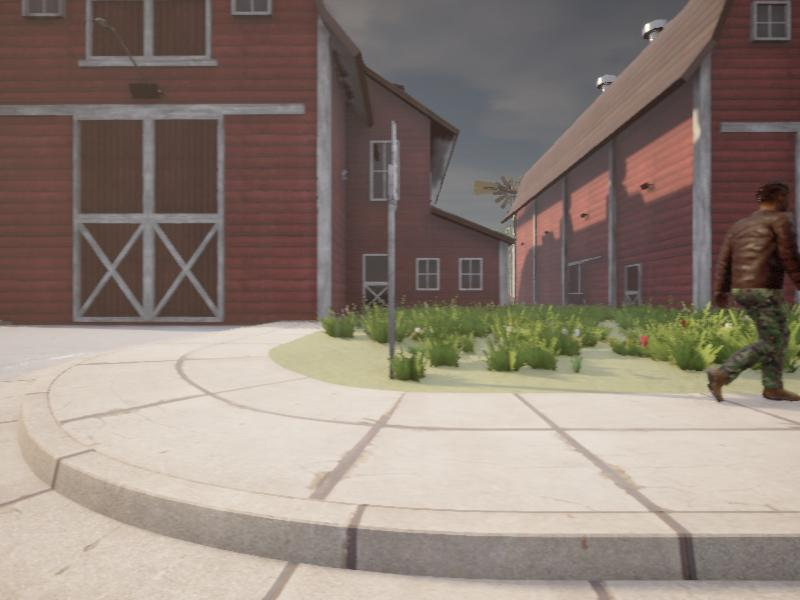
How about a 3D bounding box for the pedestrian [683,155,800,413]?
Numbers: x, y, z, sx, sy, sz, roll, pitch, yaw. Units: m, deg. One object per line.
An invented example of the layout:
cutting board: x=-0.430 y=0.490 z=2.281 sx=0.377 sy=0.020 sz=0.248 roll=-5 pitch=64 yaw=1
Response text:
pedestrian: x=2.931 y=-0.115 z=3.254 sx=0.751 sy=1.860 sz=0.751 roll=0 pitch=0 yaw=5
